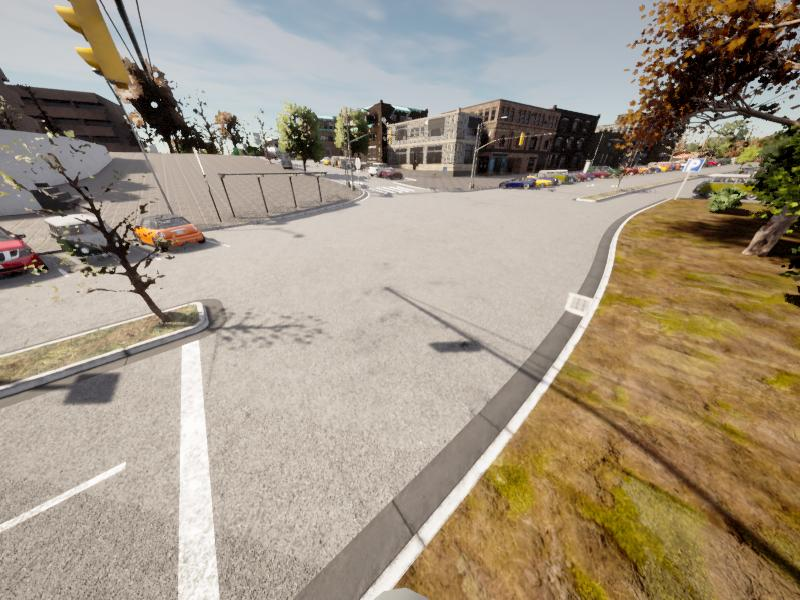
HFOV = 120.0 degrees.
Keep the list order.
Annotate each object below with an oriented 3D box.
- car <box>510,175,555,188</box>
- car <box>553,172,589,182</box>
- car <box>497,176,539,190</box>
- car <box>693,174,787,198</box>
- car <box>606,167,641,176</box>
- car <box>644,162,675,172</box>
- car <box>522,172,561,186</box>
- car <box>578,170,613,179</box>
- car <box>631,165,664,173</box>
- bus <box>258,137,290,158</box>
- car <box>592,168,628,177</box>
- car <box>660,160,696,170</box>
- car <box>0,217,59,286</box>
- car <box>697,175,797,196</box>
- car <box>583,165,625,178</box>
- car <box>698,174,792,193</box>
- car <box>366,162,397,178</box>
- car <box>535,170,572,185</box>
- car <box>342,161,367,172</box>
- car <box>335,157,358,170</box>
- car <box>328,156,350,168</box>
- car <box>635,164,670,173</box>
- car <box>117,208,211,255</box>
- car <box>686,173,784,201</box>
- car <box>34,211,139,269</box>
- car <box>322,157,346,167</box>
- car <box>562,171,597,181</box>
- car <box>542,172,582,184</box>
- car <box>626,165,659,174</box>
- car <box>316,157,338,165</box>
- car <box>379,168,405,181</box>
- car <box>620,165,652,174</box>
[{"bbox_3d":[19.246,-17.332,33.735,5.366,1.575,1.946,18,36,31],"label":"car"},{"bbox_3d":[29.144,-21.005,39.471,4.674,1.452,2.002,19,37,32],"label":"car"},{"bbox_3d":[16.543,-16.502,32.563,4.792,1.488,2.163,18,36,31],"label":"car"},{"bbox_3d":[33.092,-11.306,22.797,4.553,1.767,2.185,20,37,31],"label":"car"},{"bbox_3d":[47.102,-27.159,48.787,5.008,1.535,2.097,21,38,34],"label":"car"},{"bbox_3d":[62.903,-32.281,56.119,4.442,1.987,1.878,22,38,35],"label":"car"},{"bbox_3d":[21.562,-18.424,35.211,4.553,1.767,2.185,19,36,31],"label":"car"},{"bbox_3d":[36.781,-23.674,43.552,4.674,1.452,2.002,20,37,33],"label":"car"},{"bbox_3d":[57.558,-30.497,53.847,5.008,1.535,2.097,22,37,35],"label":"car"},{"bbox_3d":[-33.639,-40.581,61.617,3.944,4.253,10.273,-23,40,-34],"label":"bus"},{"bbox_3d":[41.921,-25.455,46.197,5.008,1.535,2.097,20,37,33],"label":"car"},{"bbox_3d":[73.317,-35.569,61.045,5.566,2.045,2.435,22,38,36],"label":"car"},{"bbox_3d":[-18.453,-2.226,10.271,5.566,2.045,2.435,15,34,27],"label":"car"},{"bbox_3d":[35.730,-12.037,24.127,5.366,1.575,1.946,21,37,31],"label":"car"},{"bbox_3d":[39.365,-24.796,44.732,5.566,2.045,2.435,20,37,33],"label":"car"},{"bbox_3d":[37.900,-13.039,25.682,5.366,1.575,1.946,21,38,31],"label":"car"},{"bbox_3d":[-3.124,-22.424,39.795,2.435,2.045,5.566,21,37,23],"label":"car"},{"bbox_3d":[24.186,-19.390,36.497,4.442,1.987,1.878,19,36,31],"label":"car"},{"bbox_3d":[-8.914,-26.385,45.522,2.231,1.521,4.892,21,37,23],"label":"car"},{"bbox_3d":[-10.866,-27.919,47.185,1.878,1.987,4.442,21,37,23],"label":"car"},{"bbox_3d":[-12.791,-29.317,49.059,1.878,1.987,4.442,21,37,23],"label":"car"},{"bbox_3d":[60.044,-31.365,55.174,5.366,1.575,1.946,22,38,35],"label":"car"},{"bbox_3d":[-13.789,-4.164,13.541,4.553,1.767,2.185,15,35,27],"label":"car"},{"bbox_3d":[30.571,-10.506,21.390,4.442,1.987,1.878,20,38,31],"label":"car"},{"bbox_3d":[-16.054,-3.211,11.856,4.442,1.987,1.878,15,34,27],"label":"car"},{"bbox_3d":[-14.577,-30.665,51.280,1.946,1.575,5.366,21,37,23],"label":"car"},{"bbox_3d":[31.680,-21.906,40.851,4.674,1.452,2.002,19,36,32],"label":"car"},{"bbox_3d":[26.611,-20.140,38.075,4.892,1.521,2.231,19,36,32],"label":"car"},{"bbox_3d":[54.944,-29.664,52.587,4.892,1.521,2.231,22,38,35],"label":"car"},{"bbox_3d":[-16.591,-31.944,53.041,2.002,1.452,4.674,21,37,23],"label":"car"},{"bbox_3d":[-1.231,-20.775,38.067,2.002,1.452,4.674,21,37,23],"label":"car"},{"bbox_3d":[52.328,-28.939,51.258,4.553,1.767,2.185,21,38,34],"label":"car"}]
